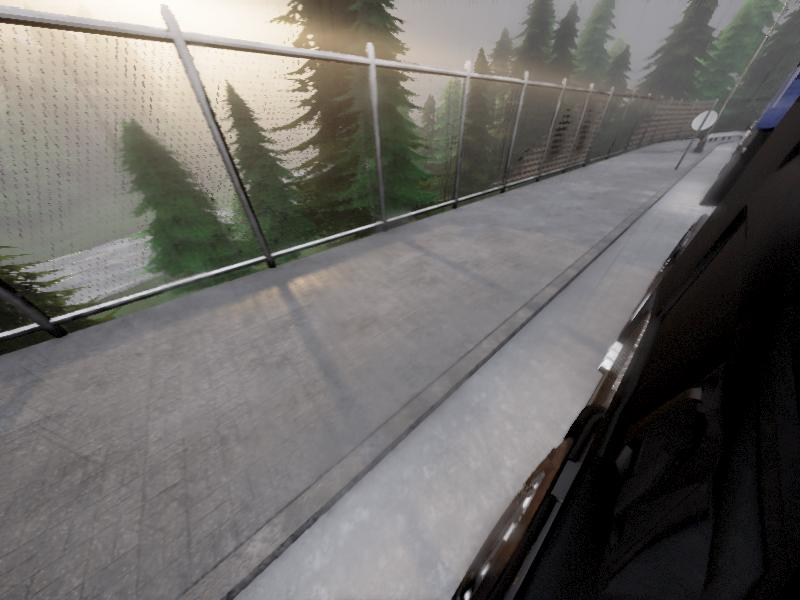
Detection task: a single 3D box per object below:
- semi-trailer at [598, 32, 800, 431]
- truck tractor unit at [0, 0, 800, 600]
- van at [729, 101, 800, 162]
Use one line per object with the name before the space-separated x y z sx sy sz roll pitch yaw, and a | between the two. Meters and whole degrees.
semi-trailer | 8.736 -3.565 4.212 14.254 4.402 2.717 -27 43 -29
truck tractor unit | 2.645 -0.295 0.352 6.516 4.208 3.053 -28 44 -30
van | 22.080 -9.989 13.603 5.915 2.561 1.988 -28 43 -30
